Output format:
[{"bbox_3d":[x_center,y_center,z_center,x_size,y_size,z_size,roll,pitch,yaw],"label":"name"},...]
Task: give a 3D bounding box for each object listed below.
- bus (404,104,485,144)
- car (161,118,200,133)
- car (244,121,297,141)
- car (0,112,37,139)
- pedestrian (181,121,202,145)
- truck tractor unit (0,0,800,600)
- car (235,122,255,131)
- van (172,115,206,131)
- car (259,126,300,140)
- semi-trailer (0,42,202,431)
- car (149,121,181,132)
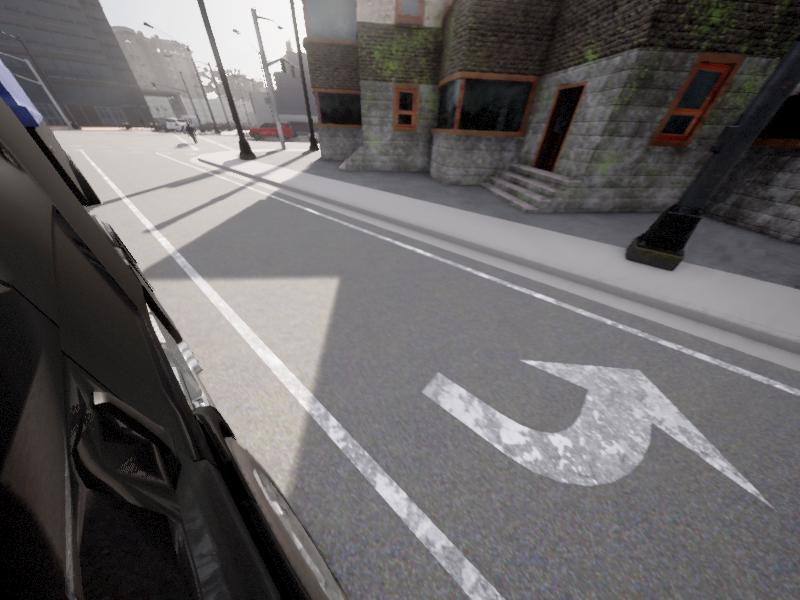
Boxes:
[{"bbox_3d":[5.850,-24.821,32.740,10.273,4.253,3.944,-3,37,-4],"label":"bus"},{"bbox_3d":[-40.212,-32.160,42.533,2.150,2.045,5.566,-1,37,-4],"label":"car"},{"bbox_3d":[-17.607,-23.143,31.689,5.566,2.045,2.150,-2,37,-5],"label":"car"},{"bbox_3d":[-38.578,-16.071,21.194,2.150,2.045,5.566,-4,38,-8],"label":"car"},{"bbox_3d":[-20.024,-16.017,22.217,0.751,1.860,0.751,-27,46,-33],"label":"pedestrian"},{"bbox_3d":[-2.645,-0.295,0.351,6.516,4.208,3.053,28,44,30],"label":"truck tractor unit"},{"bbox_3d":[-41.552,-46.680,62.154,1.930,1.638,5.238,2,37,0],"label":"car"},{"bbox_3d":[-44.269,-37.282,48.722,1.988,2.561,5.915,-1,37,-5],"label":"van"},{"bbox_3d":[-17.929,-25.042,34.631,5.008,1.535,1.882,-2,37,-5],"label":"car"},{"bbox_3d":[-8.722,-3.581,4.216,14.254,4.402,2.717,28,44,30],"label":"semi-trailer"},{"bbox_3d":[-43.720,-32.366,43.086,1.816,1.474,4.193,-1,37,-5],"label":"car"}]
